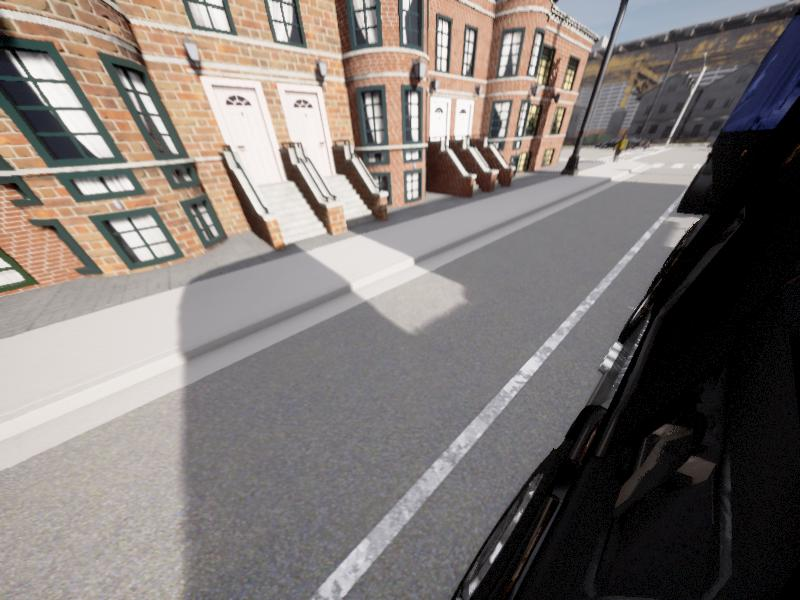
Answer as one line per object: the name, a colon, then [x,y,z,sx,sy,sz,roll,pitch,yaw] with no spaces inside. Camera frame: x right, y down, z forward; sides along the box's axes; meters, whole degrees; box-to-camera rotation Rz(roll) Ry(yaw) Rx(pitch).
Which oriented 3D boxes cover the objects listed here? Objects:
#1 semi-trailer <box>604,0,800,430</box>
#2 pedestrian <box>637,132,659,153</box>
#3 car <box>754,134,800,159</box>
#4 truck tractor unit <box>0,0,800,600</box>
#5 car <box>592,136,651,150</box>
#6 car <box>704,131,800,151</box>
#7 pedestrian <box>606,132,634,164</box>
semi-trailer: [8.524,-3.593,4.551,14.254,4.402,2.717,-29,42,-33]
pedestrian: [26.984,-17.162,25.162,0.751,1.860,0.751,-20,38,-23]
car: [28.671,-10.308,15.468,2.033,1.411,5.357,-27,41,-31]
truck tractor unit: [2.645,-0.295,0.351,6.516,4.208,3.053,-28,44,-30]
car: [30.315,-21.593,31.824,2.033,1.411,5.357,-27,41,-31]
car: [34.695,-15.712,22.879,2.033,1.411,5.357,-27,41,-31]
pedestrian: [16.048,-11.064,16.869,0.751,1.860,0.751,-27,41,-31]
